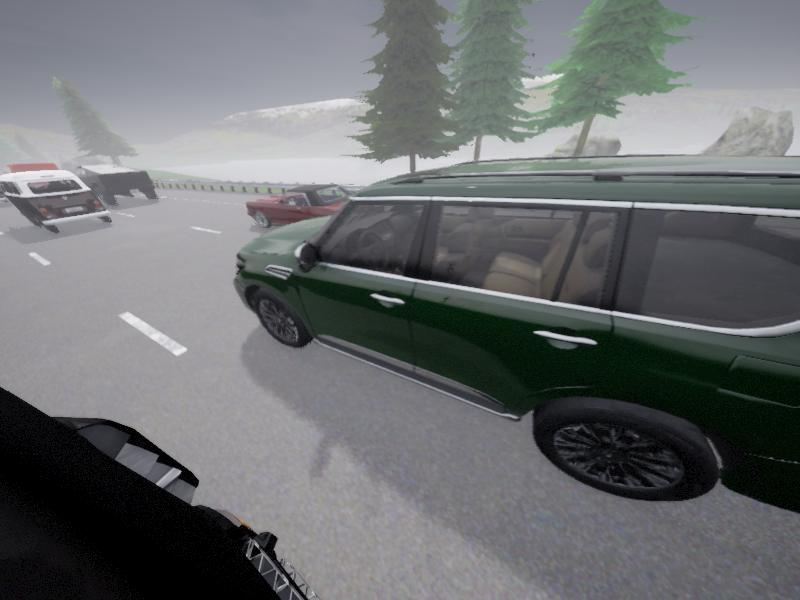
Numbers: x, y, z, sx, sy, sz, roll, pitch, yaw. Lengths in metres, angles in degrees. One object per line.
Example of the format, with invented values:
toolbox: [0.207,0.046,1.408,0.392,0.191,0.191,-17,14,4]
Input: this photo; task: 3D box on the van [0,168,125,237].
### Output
van: [-14.361,-4.176,9.578,4.480,2.038,2.069,15,37,24]

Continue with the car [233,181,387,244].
car: [-2.997,-3.120,7.748,4.718,1.301,1.895,14,37,24]

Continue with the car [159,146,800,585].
car: [0.500,-0.337,2.584,5.566,2.045,2.150,14,37,25]

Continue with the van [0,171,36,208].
van: [-28.754,-7.627,15.946,4.480,2.038,2.069,9,35,16]

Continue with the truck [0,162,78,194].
truck: [-35.294,-11.885,22.498,5.204,2.467,2.627,12,35,21]

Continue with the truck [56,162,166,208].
truck: [-18.547,-7.479,14.844,6.274,2.098,2.390,15,37,25]
